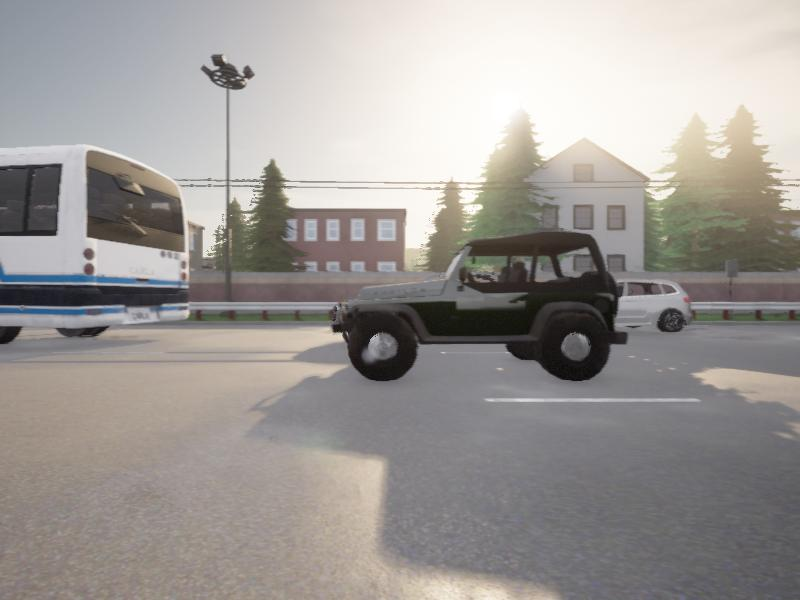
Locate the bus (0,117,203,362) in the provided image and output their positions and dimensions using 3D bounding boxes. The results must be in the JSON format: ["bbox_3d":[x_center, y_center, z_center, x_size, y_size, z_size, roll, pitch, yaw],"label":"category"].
[{"bbox_3d":[-10.750,-1.125,9.694,10.273,4.253,3.944,1,1,9],"label":"bus"}]

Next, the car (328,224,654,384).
[{"bbox_3d":[1.079,0.044,5.702,3.866,1.878,1.905,0,0,0],"label":"car"}]

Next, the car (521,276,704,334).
[{"bbox_3d":[6.483,0.154,12.701,4.611,1.667,2.242,0,0,0],"label":"car"}]

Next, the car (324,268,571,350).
[{"bbox_3d":[0.968,0.180,9.200,5.027,1.651,2.152,0,0,0],"label":"car"}]
